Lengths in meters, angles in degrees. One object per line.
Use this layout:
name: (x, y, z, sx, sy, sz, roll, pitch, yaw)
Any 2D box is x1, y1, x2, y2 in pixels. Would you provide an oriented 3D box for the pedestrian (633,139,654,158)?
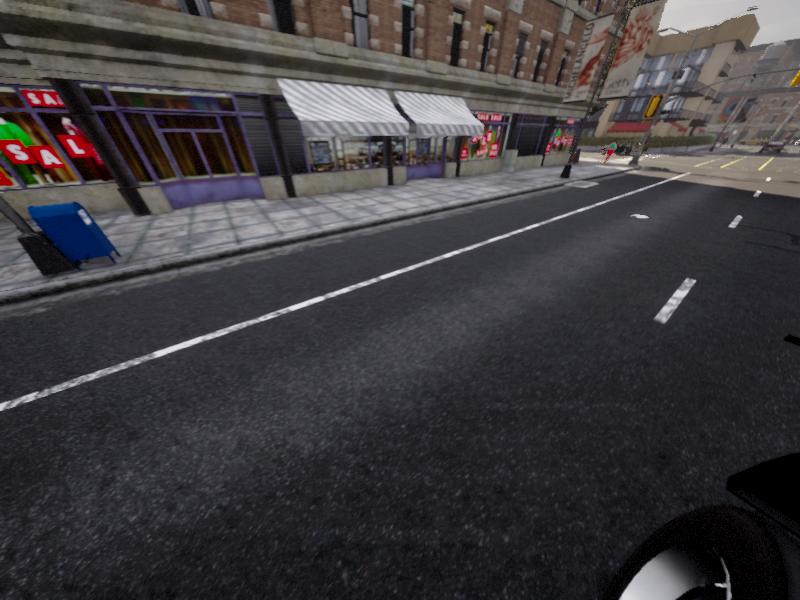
pedestrian: (28.810, -17.907, 27.344, 0.751, 1.860, 0.751, -6, 36, -7)

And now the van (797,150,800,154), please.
van: (57.432, -21.303, 31.784, 4.480, 2.038, 2.069, -22, 41, -28)

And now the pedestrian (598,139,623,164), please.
pedestrian: (18.524, -13.086, 20.346, 0.751, 1.860, 0.751, -23, 41, -28)

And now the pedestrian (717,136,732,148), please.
pedestrian: (62.600, -30.475, 44.574, 0.751, 1.860, 0.751, -16, 38, -21)

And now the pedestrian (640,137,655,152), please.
pedestrian: (38.646, -24.324, 36.079, 0.751, 1.860, 0.751, 19, 40, 25)

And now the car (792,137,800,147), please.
car: (89.977, -34.097, 49.610, 2.150, 2.045, 5.566, -22, 41, -28)

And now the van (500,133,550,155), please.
van: (18.535, -23.457, 34.747, 1.988, 2.561, 5.915, -23, 41, -29)

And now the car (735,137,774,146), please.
car: (84.954, -38.101, 55.465, 1.932, 1.855, 4.605, -18, 39, -24)

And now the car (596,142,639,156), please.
car: (29.870, -20.902, 31.879, 1.789, 1.549, 3.705, -23, 41, -28)

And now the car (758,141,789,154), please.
car: (55.915, -22.910, 34.589, 4.674, 1.442, 1.812, -22, 41, -28)

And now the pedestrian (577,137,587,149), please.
pedestrian: (34.833, -30.031, 44.192, 0.751, 1.860, 0.751, -24, 41, -29)

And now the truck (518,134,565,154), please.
truck: (21.803, -24.286, 35.952, 2.627, 2.467, 5.204, -23, 41, -28)
